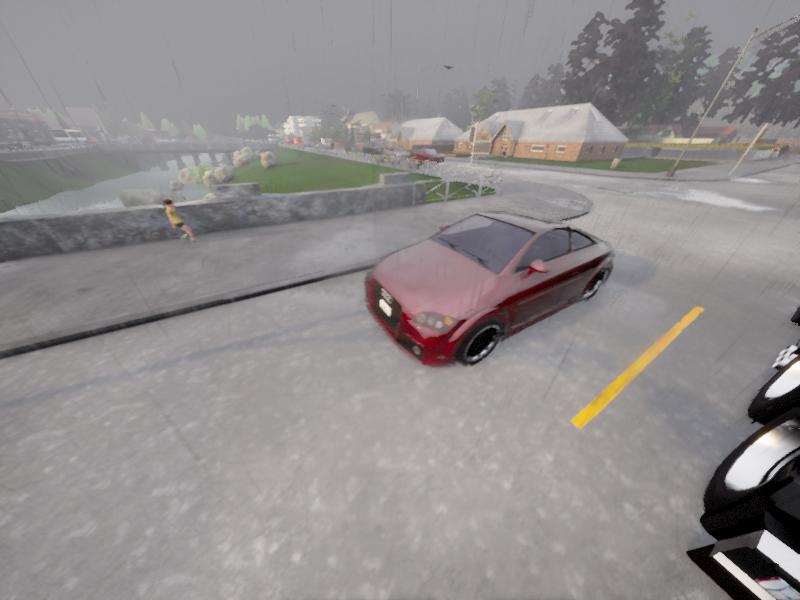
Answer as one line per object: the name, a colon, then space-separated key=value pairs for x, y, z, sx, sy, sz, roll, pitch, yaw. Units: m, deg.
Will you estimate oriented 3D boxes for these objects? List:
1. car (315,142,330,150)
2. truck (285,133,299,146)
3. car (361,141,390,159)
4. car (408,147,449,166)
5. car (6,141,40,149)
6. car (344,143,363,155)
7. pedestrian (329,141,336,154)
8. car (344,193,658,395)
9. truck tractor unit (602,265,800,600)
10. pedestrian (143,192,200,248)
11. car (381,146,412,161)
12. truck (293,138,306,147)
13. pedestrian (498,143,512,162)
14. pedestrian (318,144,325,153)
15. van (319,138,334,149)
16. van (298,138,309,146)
car: x=-19.379 y=-38.240 z=57.448 sx=2.038 sy=1.542 sz=4.974 roll=-18 pitch=38 yaw=-24
truck: x=-41.380 y=-61.152 z=88.167 sx=2.891 sy=3.827 sz=8.468 roll=-18 pitch=39 yaw=-24
car: x=-3.745 y=-22.847 z=35.009 sx=2.150 sy=2.045 sz=5.566 roll=-18 pitch=39 yaw=-24
car: x=3.008 y=-15.931 z=25.575 sx=1.882 sy=1.535 sz=5.008 roll=-18 pitch=39 yaw=-24
car: x=-88.421 y=-36.467 z=54.262 sx=2.038 sy=1.542 sz=4.974 roll=-18 pitch=39 yaw=-24
car: x=-8.463 y=-27.375 z=41.861 sx=1.851 sy=1.617 sz=3.988 roll=-18 pitch=39 yaw=-24
pedestrian: x=-11.728 y=-26.627 z=40.311 sx=0.751 sy=1.860 sz=0.751 roll=-18 pitch=39 yaw=-25
car: x=1.544 y=-0.610 z=3.695 sx=4.181 sy=1.385 sz=1.994 roll=-18 pitch=39 yaw=-24
truck tractor unit: x=5.110 y=-0.302 z=0.784 sx=6.516 sy=4.208 sz=3.053 roll=-18 pitch=39 yaw=-24
pedestrian: x=-5.374 y=-1.901 z=5.502 sx=0.500 sy=1.100 sz=0.500 roll=-18 pitch=39 yaw=-24
car: x=-0.527 y=-19.421 z=30.568 sx=2.007 sy=1.525 sz=4.514 roll=-18 pitch=39 yaw=-24
truck: x=-33.913 y=-53.142 z=77.911 sx=2.627 sy=2.467 sz=5.204 roll=-18 pitch=39 yaw=-24
pedestrian: x=12.349 y=-17.347 z=27.180 sx=0.751 sy=1.860 sz=0.751 roll=-18 pitch=39 yaw=-24
pedestrian: x=-14.841 y=-28.631 z=43.655 sx=0.751 sy=1.300 sz=0.751 roll=15 pitch=38 yaw=20
van: x=-21.186 y=-45.010 z=66.366 sx=2.351 sy=2.431 sz=6.366 roll=-18 pitch=39 yaw=-24
van: x=-37.066 y=-60.865 z=89.012 sx=2.351 sy=2.431 sz=6.366 roll=-18 pitch=39 yaw=-24
